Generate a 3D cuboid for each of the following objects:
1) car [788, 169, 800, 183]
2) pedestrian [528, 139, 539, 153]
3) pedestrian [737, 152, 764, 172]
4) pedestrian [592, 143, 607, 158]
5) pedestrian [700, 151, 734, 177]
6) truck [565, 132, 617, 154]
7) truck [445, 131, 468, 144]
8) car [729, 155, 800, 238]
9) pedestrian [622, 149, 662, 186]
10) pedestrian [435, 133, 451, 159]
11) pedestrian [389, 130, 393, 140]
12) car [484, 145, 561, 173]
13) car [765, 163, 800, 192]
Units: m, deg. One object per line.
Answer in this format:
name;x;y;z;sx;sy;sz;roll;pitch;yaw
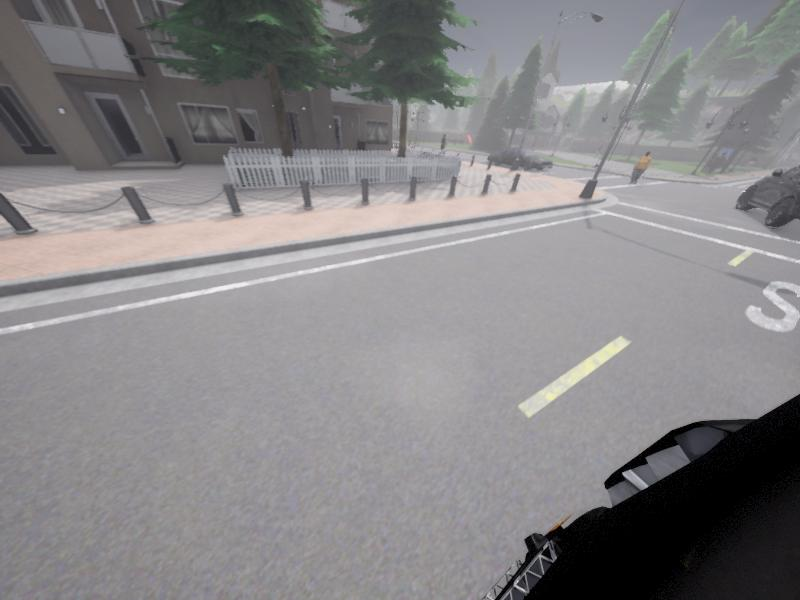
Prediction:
car;39.022;-11.795;21.599;3.806;1.475;1.970;-16;41;-25
pedestrian;21.497;-24.930;37.329;0.751;1.860;0.751;6;36;4
pedestrian;40.024;-15.720;26.391;0.751;1.860;0.751;-28;47;-35
pedestrian;29.818;-22.376;34.566;0.751;1.860;0.751;15;38;15
pedestrian;27.241;-11.732;19.896;0.751;1.860;0.751;29;43;30
truck;46.069;-38.244;56.117;2.891;3.827;8.468;-28;46;-35
truck;15.210;-43.984;62.453;5.204;2.467;2.627;-11;39;-19
car;14.622;-3.652;7.975;2.150;2.045;5.566;28;42;29
pedestrian;14.712;-8.063;14.098;0.751;1.860;0.751;-17;41;-25
pedestrian;3.714;-13.327;20.050;0.751;1.860;0.751;-16;41;-24
pedestrian;-1.868;-35.352;49.488;0.751;1.860;0.751;-5;37;-11
car;9.843;-11.737;19.100;2.033;1.411;5.357;-16;41;-24
car;29.019;-8.896;16.753;3.705;1.549;1.789;-16;41;-25
